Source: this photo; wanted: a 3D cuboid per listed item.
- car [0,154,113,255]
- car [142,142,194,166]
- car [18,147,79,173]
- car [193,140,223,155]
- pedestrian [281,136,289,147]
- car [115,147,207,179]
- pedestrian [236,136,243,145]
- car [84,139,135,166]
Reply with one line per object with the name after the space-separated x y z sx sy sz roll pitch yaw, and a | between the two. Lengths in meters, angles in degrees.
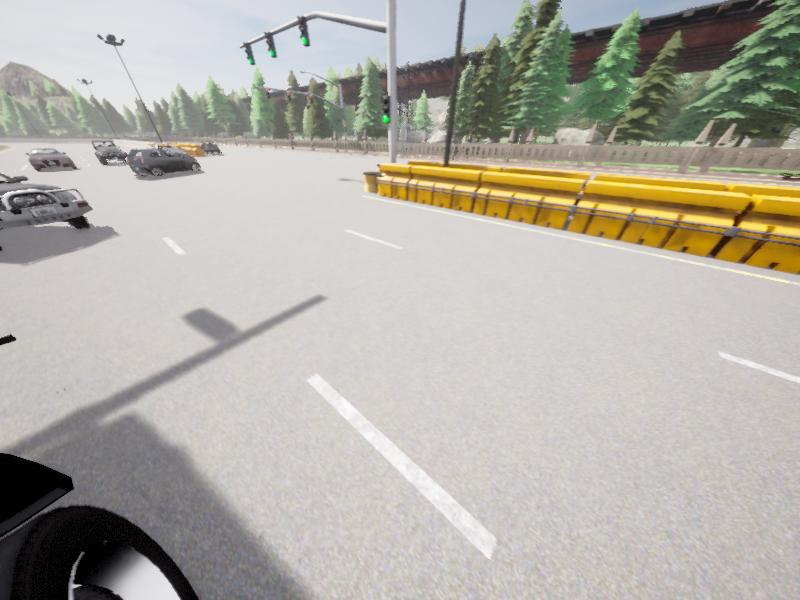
-10.765 -2.483 5.682 4.605 1.855 1.932 5 33 7 | car
-21.887 -13.815 21.750 5.027 1.651 2.152 26 43 31 | car
-26.822 -10.825 17.741 4.181 1.385 1.994 26 43 31 | car
-27.191 -21.633 32.713 3.988 1.617 1.851 26 43 31 | car
-23.567 -32.329 47.234 0.751 1.860 0.751 27 43 32 | pedestrian
-15.696 -9.285 15.505 1.845 1.501 3.633 10 37 13 | car
-40.011 -39.713 57.509 0.751 1.860 0.751 26 43 31 | pedestrian
-26.407 -13.470 21.007 3.866 1.878 1.905 26 43 31 | car
